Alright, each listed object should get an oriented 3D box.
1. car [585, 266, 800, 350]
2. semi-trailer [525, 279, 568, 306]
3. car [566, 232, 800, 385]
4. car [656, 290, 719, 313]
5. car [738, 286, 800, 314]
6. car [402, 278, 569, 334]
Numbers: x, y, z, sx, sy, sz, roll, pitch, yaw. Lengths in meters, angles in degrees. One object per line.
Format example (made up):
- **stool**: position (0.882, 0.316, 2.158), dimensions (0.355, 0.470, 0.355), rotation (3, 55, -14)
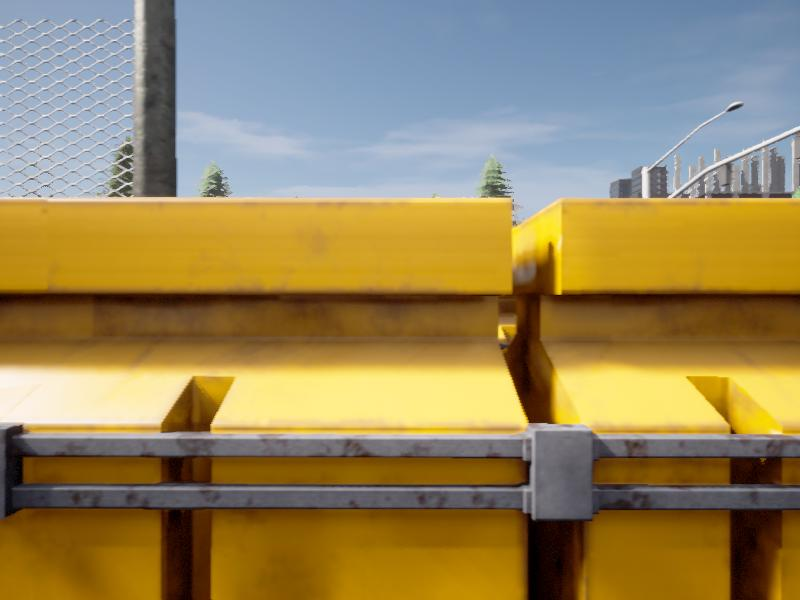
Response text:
- **car**: position (7.075, 0.164, 9.193), dimensions (4.611, 1.667, 2.242), rotation (0, 0, 0)
- **semi-trailer**: position (25.617, -1.189, 70.894), dimensions (2.717, 4.402, 14.254), rotation (0, 0, 2)
- **car**: position (5.076, 0.100, 5.695), dimensions (4.553, 1.767, 2.097), rotation (0, 0, 0)
- **car**: position (23.868, 0.121, 33.414), dimensions (2.097, 1.767, 4.553), rotation (0, 0, 2)
- **car**: position (30.843, 0.001, 32.535), dimensions (2.150, 2.045, 5.566), rotation (0, 0, 2)
- **car**: position (2.501, 0.179, 12.700), dimensions (4.856, 1.649, 2.033), rotation (0, 0, 0)
